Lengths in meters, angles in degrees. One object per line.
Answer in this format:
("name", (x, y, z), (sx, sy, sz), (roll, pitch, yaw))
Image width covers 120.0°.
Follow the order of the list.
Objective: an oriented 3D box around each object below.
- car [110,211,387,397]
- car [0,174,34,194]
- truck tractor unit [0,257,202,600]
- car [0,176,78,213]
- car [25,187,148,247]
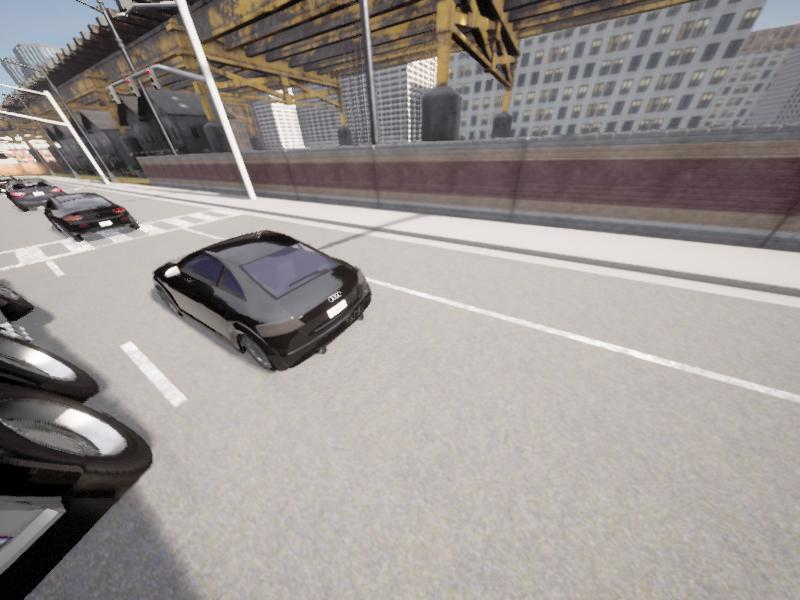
("car", (-2.574, -0.426, 4.058), (4.181, 1.385, 1.994), (17, 39, 27))
("car", (-41.898, -12.406, 24.647), (4.902, 1.511, 2.128), (17, 39, 27))
("truck tractor unit", (-5.307, -0.042, 0.689), (6.516, 4.208, 3.053), (15, 53, 26))
("car", (-24.231, -7.117, 15.333), (4.611, 1.667, 2.242), (17, 39, 27))
("car", (-12.670, -3.519, 9.333), (4.674, 1.442, 1.812), (17, 39, 27))
